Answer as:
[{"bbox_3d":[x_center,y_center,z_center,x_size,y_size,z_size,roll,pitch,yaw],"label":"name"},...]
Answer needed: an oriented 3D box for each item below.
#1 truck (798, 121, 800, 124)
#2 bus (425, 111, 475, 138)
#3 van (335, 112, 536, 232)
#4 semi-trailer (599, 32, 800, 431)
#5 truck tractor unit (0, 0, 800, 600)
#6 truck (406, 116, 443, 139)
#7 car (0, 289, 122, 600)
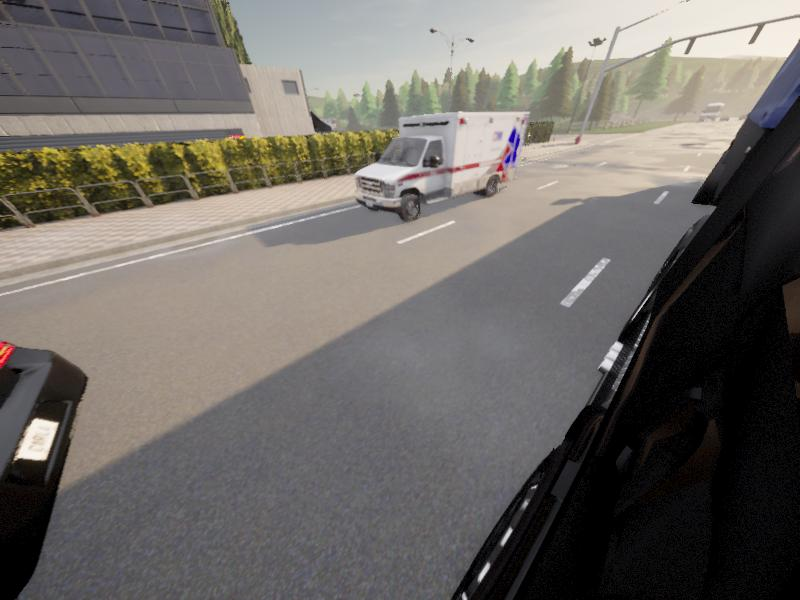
[{"bbox_3d":[69.499,-30.628,38.116,5.204,2.467,2.627,-29,44,-31],"label":"truck"},{"bbox_3d":[10.668,-38.491,50.929,3.944,4.253,10.273,-28,44,-30],"label":"bus"},{"bbox_3d":[1.509,-4.599,7.681,6.366,2.431,2.351,-29,44,-31],"label":"van"},{"bbox_3d":[8.643,-3.643,4.280,14.254,4.402,2.717,-29,44,-30],"label":"semi-trailer"},{"bbox_3d":[2.645,-0.295,0.351,6.516,4.208,3.053,-28,44,-30],"label":"truck tractor unit"},{"bbox_3d":[5.294,-38.823,52.073,2.891,3.827,8.468,-28,44,-30],"label":"truck"},{"bbox_3d":[-4.365,1.803,0.244,4.974,1.542,2.038,-29,44,-31],"label":"car"}]
